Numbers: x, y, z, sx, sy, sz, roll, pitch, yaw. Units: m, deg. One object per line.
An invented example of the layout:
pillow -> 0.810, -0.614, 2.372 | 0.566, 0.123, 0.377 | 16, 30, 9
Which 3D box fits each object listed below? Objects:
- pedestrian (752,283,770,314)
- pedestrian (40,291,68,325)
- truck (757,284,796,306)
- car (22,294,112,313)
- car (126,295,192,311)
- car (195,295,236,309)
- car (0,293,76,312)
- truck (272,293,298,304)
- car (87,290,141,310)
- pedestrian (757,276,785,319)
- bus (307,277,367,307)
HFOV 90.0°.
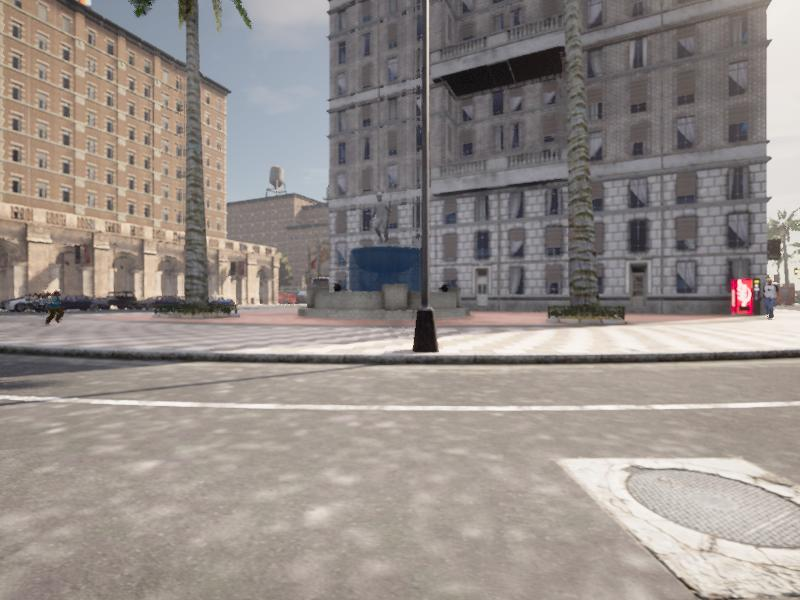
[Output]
pedestrian -> 22.408, -0.093, 24.852 | 0.751, 1.860, 0.751 | 0, 0, 33
pedestrian -> -11.537, 0.257, 13.359 | 0.500, 1.100, 0.500 | 0, 0, 1
truck -> 69.235, -0.855, 73.830 | 2.891, 3.827, 8.468 | 0, 0, 26
car -> -27.147, 0.276, 32.885 | 2.033, 1.411, 5.357 | 0, 0, 26
car -> -23.784, 0.280, 39.734 | 2.033, 1.411, 5.357 | 0, 0, 26
car -> -20.925, 0.242, 45.556 | 1.970, 1.475, 3.806 | 0, 0, 26
car -> -30.617, 0.207, 33.837 | 2.007, 1.525, 4.514 | 0, 0, 28
truck -> -26.090, -0.255, 90.785 | 5.204, 2.467, 2.627 | 0, 0, 26
car -> -27.942, 0.028, 39.209 | 1.905, 1.878, 3.866 | 0, 0, 26
pedestrian -> 16.630, -0.099, 17.950 | 0.751, 1.860, 0.751 | 0, 0, -33
bus -> -9.379, -1.134, 61.594 | 3.944, 4.253, 10.273 | 0, 0, 26
